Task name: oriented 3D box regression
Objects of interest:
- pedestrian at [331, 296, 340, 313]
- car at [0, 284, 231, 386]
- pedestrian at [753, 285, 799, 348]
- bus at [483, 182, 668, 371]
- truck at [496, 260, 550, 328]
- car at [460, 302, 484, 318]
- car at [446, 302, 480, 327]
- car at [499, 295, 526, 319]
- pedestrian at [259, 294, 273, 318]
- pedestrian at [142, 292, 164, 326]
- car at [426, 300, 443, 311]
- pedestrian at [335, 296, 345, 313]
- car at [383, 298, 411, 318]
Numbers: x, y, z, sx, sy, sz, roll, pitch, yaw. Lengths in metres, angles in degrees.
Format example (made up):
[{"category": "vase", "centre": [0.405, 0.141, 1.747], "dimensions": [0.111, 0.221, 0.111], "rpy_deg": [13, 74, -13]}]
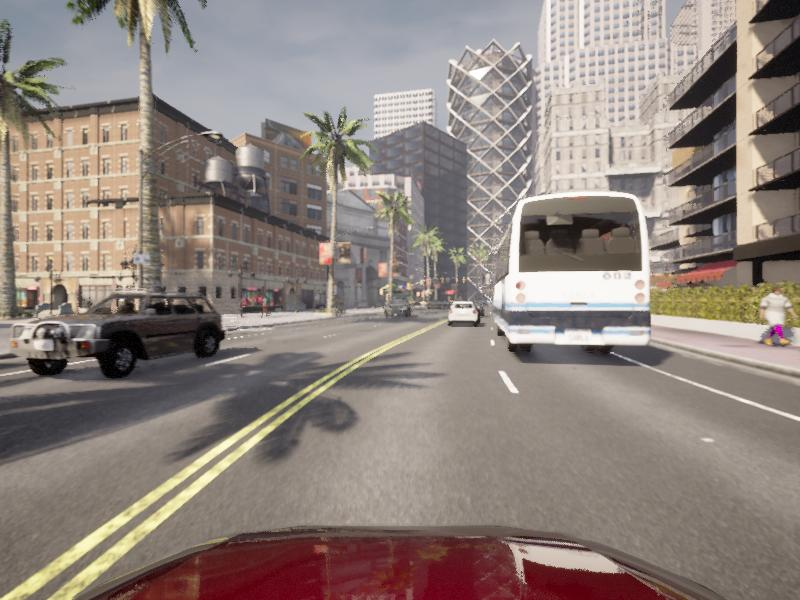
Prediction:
[{"category": "pedestrian", "centre": [-6.979, 0.485, 43.544], "dimensions": [0.751, 1.860, 0.751], "rpy_deg": [0, 0, 15]}, {"category": "car", "centre": [-6.272, 0.655, 9.694], "dimensions": [1.932, 1.855, 4.605], "rpy_deg": [0, -1, 8]}, {"category": "pedestrian", "centre": [11.496, 0.487, 12.262], "dimensions": [0.751, 1.860, 0.751], "rpy_deg": [0, 0, 13]}, {"category": "bus", "centre": [5.076, -0.532, 14.441], "dimensions": [3.944, 4.253, 10.273], "rpy_deg": [0, 0, 11]}, {"category": "truck", "centre": [7.974, -0.319, 26.914], "dimensions": [2.891, 3.827, 8.468], "rpy_deg": [0, 0, 13]}, {"category": "car", "centre": [6.920, 0.910, 38.044], "dimensions": [1.994, 1.385, 4.181], "rpy_deg": [0, 0, 13]}, {"category": "car", "centre": [4.186, 0.855, 25.978], "dimensions": [1.970, 1.475, 3.806], "rpy_deg": [0, 0, 12]}, {"category": "car", "centre": [10.134, 0.572, 36.410], "dimensions": [2.150, 2.045, 5.566], "rpy_deg": [0, 0, 13]}, {"category": "pedestrian", "centre": [-10.754, 0.485, 32.038], "dimensions": [0.751, 1.860, 0.751], "rpy_deg": [0, 0, 18]}, {"category": "pedestrian", "centre": [-13.653, 0.484, 22.150], "dimensions": [0.751, 1.860, 0.751], "rpy_deg": [0, 0, 4]}, {"category": "car", "centre": [5.479, 0.774, 63.148], "dimensions": [1.930, 1.638, 5.238], "rpy_deg": [0, 0, 13]}, {"category": "pedestrian", "centre": [-6.435, 0.486, 43.108], "dimensions": [0.751, 1.860, 0.751], "rpy_deg": [0, 0, 33]}, {"category": "car", "centre": [-0.190, 0.695, 36.955], "dimensions": [2.097, 1.767, 4.553], "rpy_deg": [0, 0, 6]}]
